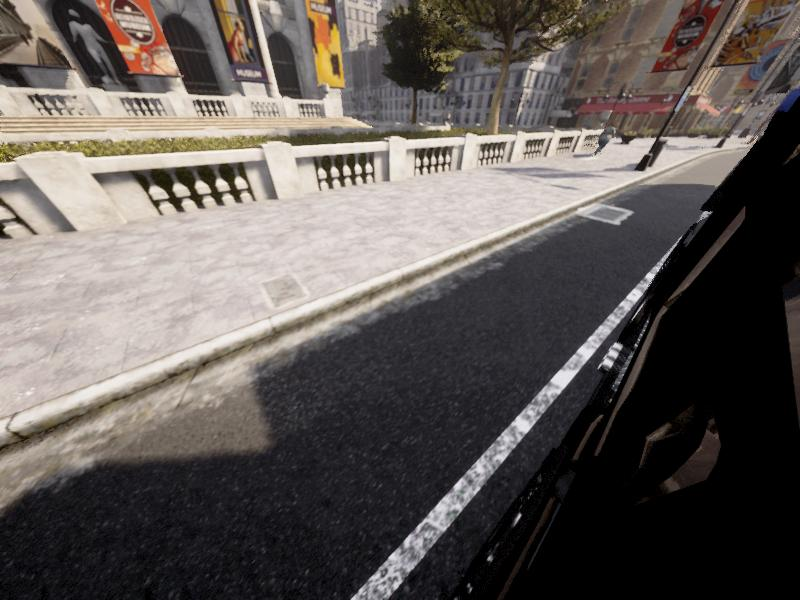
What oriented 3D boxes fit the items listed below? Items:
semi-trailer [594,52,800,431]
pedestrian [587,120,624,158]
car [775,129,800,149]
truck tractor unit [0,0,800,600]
[{"bbox_3d":[8.874,-3.375,4.198,14.254,4.402,2.717,-25,45,-30],"label":"semi-trailer"},{"bbox_3d":[12.905,-10.139,14.564,0.751,1.860,0.751,-18,42,-22],"label":"pedestrian"},{"bbox_3d":[39.864,-15.615,22.366,4.674,1.452,2.002,-11,40,-14],"label":"car"},{"bbox_3d":[2.645,-0.295,0.351,6.516,4.208,3.053,-28,43,-30],"label":"truck tractor unit"}]
